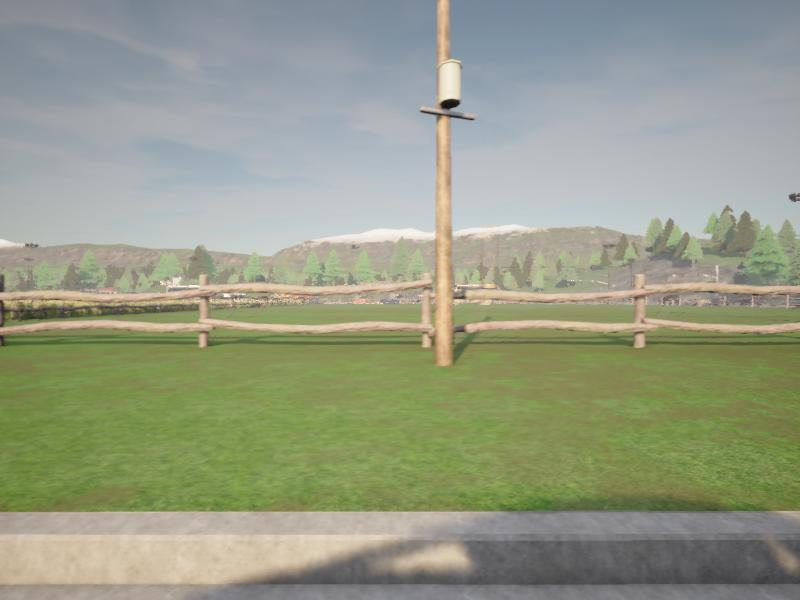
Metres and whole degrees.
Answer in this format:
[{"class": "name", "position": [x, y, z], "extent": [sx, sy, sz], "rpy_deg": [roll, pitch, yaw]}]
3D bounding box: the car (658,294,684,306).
[{"class": "car", "position": [46.898, 0.006, 69.405], "extent": [1.905, 1.878, 3.866], "rpy_deg": [0, 0, 0]}]

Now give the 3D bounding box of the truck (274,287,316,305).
[{"class": "truck", "position": [-23.109, -0.903, 88.349], "extent": [8.468, 3.827, 2.891], "rpy_deg": [0, 0, 0]}]

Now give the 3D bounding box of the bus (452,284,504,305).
[{"class": "bus", "position": [16.510, -1.156, 85.152], "extent": [10.273, 4.253, 3.944], "rpy_deg": [1, 0, 0]}]

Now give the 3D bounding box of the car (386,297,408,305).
[{"class": "car", "position": [-0.651, 0.225, 84.955], "extent": [4.611, 1.667, 2.242], "rpy_deg": [0, 0, 0]}]

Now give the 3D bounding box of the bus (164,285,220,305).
[{"class": "bus", "position": [-45.735, -1.098, 88.375], "extent": [10.273, 4.253, 3.944], "rpy_deg": [0, 0, 0]}]

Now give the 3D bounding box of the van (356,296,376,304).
[{"class": "van", "position": [-7.887, 0.005, 91.923], "extent": [4.442, 1.987, 1.775], "rpy_deg": [0, 0, 0]}]

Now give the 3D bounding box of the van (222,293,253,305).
[{"class": "van", "position": [-34.392, -0.268, 84.800], "extent": [5.915, 2.561, 1.988], "rpy_deg": [0, 0, 0]}]

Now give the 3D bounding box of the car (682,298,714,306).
[{"class": "car", "position": [50.412, 0.301, 67.811], "extent": [1.895, 1.301, 4.718], "rpy_deg": [0, 0, 0]}]

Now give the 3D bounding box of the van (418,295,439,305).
[{"class": "van", "position": [6.198, -0.030, 88.486], "extent": [4.480, 2.038, 2.069], "rpy_deg": [0, 0, 0]}]

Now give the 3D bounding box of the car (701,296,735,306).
[{"class": "car", "position": [53.896, 0.110, 67.948], "extent": [2.242, 1.667, 4.611], "rpy_deg": [0, 0, 3]}]

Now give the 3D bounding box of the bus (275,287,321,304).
[{"class": "bus", "position": [-25.184, -1.116, 98.966], "extent": [10.273, 4.253, 3.944], "rpy_deg": [0, 0, 0]}]
